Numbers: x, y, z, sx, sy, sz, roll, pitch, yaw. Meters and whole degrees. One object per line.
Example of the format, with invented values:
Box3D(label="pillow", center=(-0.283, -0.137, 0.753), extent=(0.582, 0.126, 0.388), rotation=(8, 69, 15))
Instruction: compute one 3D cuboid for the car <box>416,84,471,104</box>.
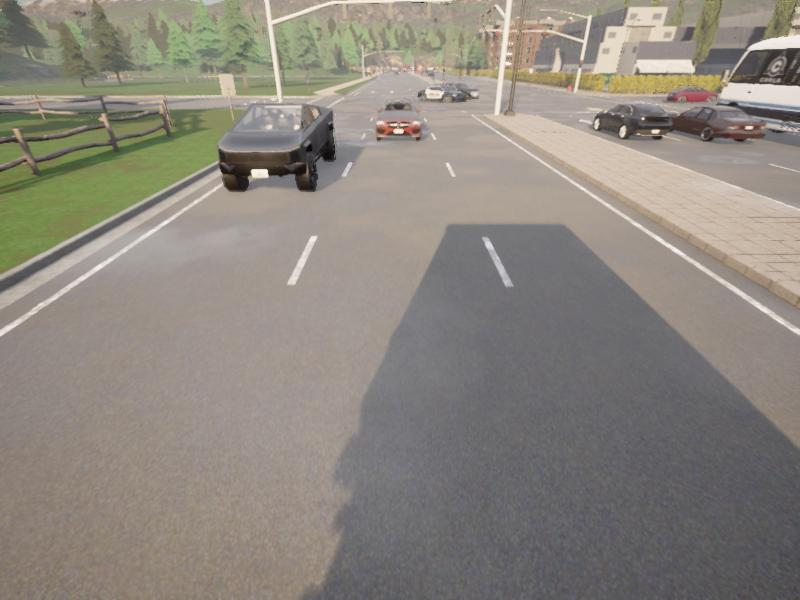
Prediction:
Box3D(label="car", center=(4.051, -19.766, 38.292), extent=(2.038, 1.542, 4.974), rotation=(-26, 39, -38))

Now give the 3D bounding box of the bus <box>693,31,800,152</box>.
Box3D(label="bus", center=(18.317, -8.795, 16.807), extent=(3.944, 4.253, 10.273), rotation=(0, 30, 0))

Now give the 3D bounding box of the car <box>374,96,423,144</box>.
Box3D(label="car", center=(-0.072, -9.034, 19.848), extent=(2.152, 1.651, 5.027), rotation=(0, 30, 0))

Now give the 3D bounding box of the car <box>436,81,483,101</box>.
Box3D(label="car", center=(6.109, -21.825, 41.714), extent=(2.033, 1.649, 4.856), rotation=(-21, 36, -30))

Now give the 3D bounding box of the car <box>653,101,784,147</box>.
Box3D(label="car", center=(14.932, -8.600, 19.309), extent=(2.033, 1.411, 5.357), rotation=(0, 30, 0))

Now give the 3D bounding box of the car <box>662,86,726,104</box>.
Box3D(label="car", center=(27.619, -19.340, 37.684), extent=(4.181, 1.385, 1.994), rotation=(1, 30, 2))

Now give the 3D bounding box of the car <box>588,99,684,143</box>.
Box3D(label="car", center=(11.427, -8.978, 19.861), extent=(1.837, 1.490, 4.892), rotation=(0, 30, 0))

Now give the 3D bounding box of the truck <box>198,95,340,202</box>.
Box3D(label="truck", center=(-3.536, -5.047, 12.562), extent=(2.390, 2.098, 6.274), rotation=(0, 30, 0))
